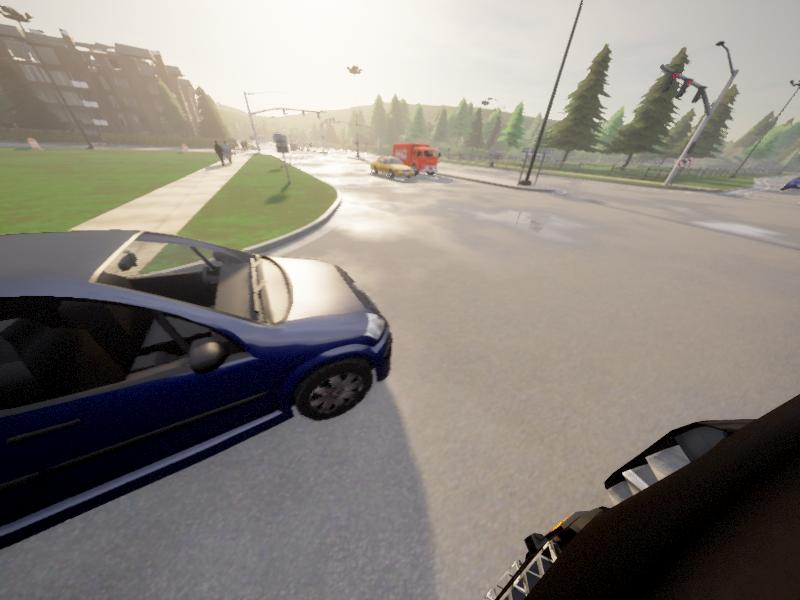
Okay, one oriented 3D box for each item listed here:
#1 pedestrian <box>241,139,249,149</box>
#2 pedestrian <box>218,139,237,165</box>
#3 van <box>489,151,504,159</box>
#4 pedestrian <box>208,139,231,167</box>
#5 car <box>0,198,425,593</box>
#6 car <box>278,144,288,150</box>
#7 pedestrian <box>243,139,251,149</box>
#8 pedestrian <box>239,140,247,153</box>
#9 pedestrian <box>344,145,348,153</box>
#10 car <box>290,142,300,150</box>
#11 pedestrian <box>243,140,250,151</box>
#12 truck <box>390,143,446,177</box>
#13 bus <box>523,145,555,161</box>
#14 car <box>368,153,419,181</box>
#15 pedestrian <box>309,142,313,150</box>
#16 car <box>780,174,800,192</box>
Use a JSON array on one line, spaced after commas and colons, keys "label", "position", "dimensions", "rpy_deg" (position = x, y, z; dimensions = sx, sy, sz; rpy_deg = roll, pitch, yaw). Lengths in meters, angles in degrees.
[{"label": "pedestrian", "position": [-35.570, -35.828, 53.027], "dimensions": [0.751, 1.860, 0.751], "rpy_deg": [9, 34, 9]}, {"label": "pedestrian", "position": [-14.848, -12.754, 19.963], "dimensions": [0.751, 1.860, 0.751], "rpy_deg": [-13, 37, -22]}, {"label": "van", "position": [32.432, -48.757, 77.817], "dimensions": [4.442, 1.987, 1.775], "rpy_deg": [-16, 38, -26]}, {"label": "pedestrian", "position": [-14.219, -11.574, 18.238], "dimensions": [0.751, 1.860, 0.751], "rpy_deg": [-11, 36, -20]}, {"label": "car", "position": [-2.047, 0.337, 1.830], "dimensions": [3.988, 1.617, 1.851], "rpy_deg": [-16, 38, -26]}, {"label": "car", "position": [-34.422, -45.201, 68.005], "dimensions": [1.895, 1.301, 4.718], "rpy_deg": [-16, 38, -26]}, {"label": "pedestrian", "position": [-35.012, -35.656, 52.812], "dimensions": [0.751, 1.860, 0.751], "rpy_deg": [3, 34, 0]}, {"label": "pedestrian", "position": [-28.533, -27.991, 42.072], "dimensions": [0.751, 1.860, 0.751], "rpy_deg": [-15, 38, -25]}, {"label": "pedestrian", "position": [-15.407, -43.473, 66.315], "dimensions": [0.751, 1.860, 0.751], "rpy_deg": [-22, 41, -32]}, {"label": "car", "position": [-32.007, -46.915, 70.255], "dimensions": [1.905, 1.878, 3.866], "rpy_deg": [-16, 38, -26]}, {"label": "pedestrian", "position": [-32.903, -33.150, 49.484], "dimensions": [0.751, 1.860, 0.751], "rpy_deg": [-13, 37, -23]}, {"label": "truck", "position": [1.437, -13.242, 21.716], "dimensions": [2.627, 2.467, 5.204], "rpy_deg": [-15, 37, -25]}, {"label": "bus", "position": [49.366, -52.155, 82.156], "dimensions": [10.273, 4.253, 3.944], "rpy_deg": [-16, 38, -26]}, {"label": "car", "position": [-0.724, -11.110, 19.140], "dimensions": [1.801, 1.575, 5.366], "rpy_deg": [-15, 38, -25]}, {"label": "pedestrian", "position": [-25.599, -44.278, 66.473], "dimensions": [0.751, 1.860, 0.751], "rpy_deg": [-17, 39, -27]}, {"label": "car", "position": [42.283, -12.228, 24.187], "dimensions": [4.193, 1.474, 1.816], "rpy_deg": [-16, 38, -26]}]
